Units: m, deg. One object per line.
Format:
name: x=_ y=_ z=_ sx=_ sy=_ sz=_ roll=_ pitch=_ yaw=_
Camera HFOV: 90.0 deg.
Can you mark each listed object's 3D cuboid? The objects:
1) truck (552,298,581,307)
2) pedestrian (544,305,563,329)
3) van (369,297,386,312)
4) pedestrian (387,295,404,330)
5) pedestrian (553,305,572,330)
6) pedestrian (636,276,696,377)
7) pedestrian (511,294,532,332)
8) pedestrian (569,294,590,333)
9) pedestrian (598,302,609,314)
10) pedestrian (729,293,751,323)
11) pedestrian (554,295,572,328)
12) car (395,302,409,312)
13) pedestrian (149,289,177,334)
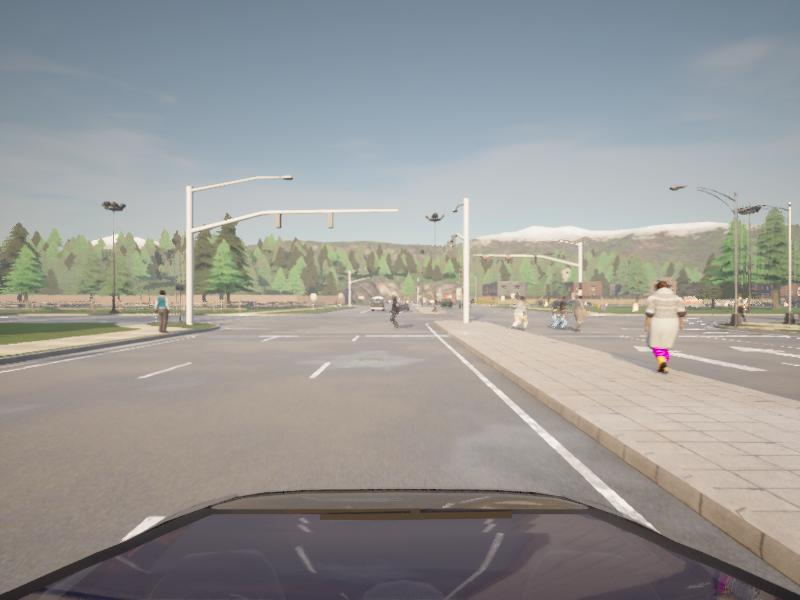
truck: x=41.673 y=0.579 z=100.115 sx=6.274 sy=2.098 sz=2.390 roll=0 pitch=0 yaw=0
pedestrian: x=8.503 y=0.936 z=22.152 sx=0.751 sy=1.300 sz=0.751 roll=0 pitch=0 yaw=-1
van: x=-3.171 y=0.593 z=57.549 sx=2.069 sy=2.038 sz=4.480 roll=0 pitch=0 yaw=1
pedestrian: x=-0.259 y=0.646 z=21.687 sx=0.751 sy=1.860 sz=0.751 roll=0 pitch=0 yaw=-17
pedestrian: x=8.666 y=0.926 z=21.364 sx=0.751 sy=1.300 sz=0.751 roll=0 pitch=0 yaw=5
pedestrian: x=5.171 y=0.488 z=7.824 sx=0.751 sy=1.860 sz=0.751 roll=0 pitch=0 yaw=12
pedestrian: x=6.079 y=0.647 z=20.054 sx=0.751 sy=1.860 sz=0.751 roll=0 pitch=0 yaw=-8
pedestrian: x=8.895 y=0.655 z=19.856 sx=0.751 sy=1.860 sz=0.751 roll=0 pitch=0 yaw=3
pedestrian: x=21.150 y=0.811 z=41.585 sx=0.751 sy=1.300 sz=0.751 roll=0 pitch=0 yaw=7
pedestrian: x=21.672 y=0.496 z=25.508 sx=0.751 sy=1.860 sz=0.751 roll=0 pitch=0 yaw=1
pedestrian: x=9.265 y=0.647 z=22.714 sx=0.751 sy=1.860 sz=0.751 roll=0 pitch=0 yaw=3
car: x=0.322 y=0.929 z=56.952 sx=1.994 sy=1.385 sz=4.181 roll=0 pitch=0 yaw=1
pedestrian: x=-10.193 y=0.480 z=17.214 sx=0.751 sy=1.860 sz=0.751 roll=0 pitch=0 yaw=4
